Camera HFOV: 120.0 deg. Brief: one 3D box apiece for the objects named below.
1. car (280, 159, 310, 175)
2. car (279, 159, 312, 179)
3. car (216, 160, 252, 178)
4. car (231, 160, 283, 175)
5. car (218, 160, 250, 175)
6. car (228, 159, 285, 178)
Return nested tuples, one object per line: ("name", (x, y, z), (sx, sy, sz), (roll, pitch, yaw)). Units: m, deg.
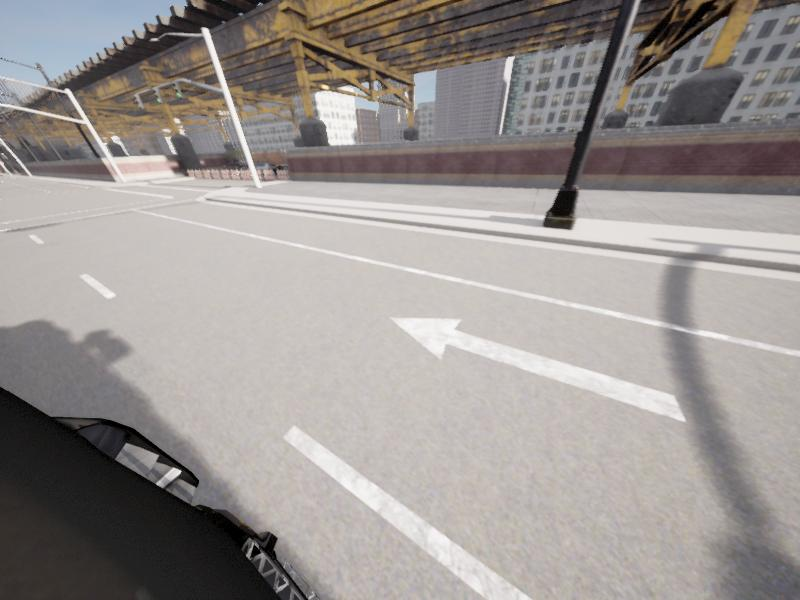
("car", (-11.281, -14.280, 24.672), (1.853, 1.218, 4.536), (-20, 37, -25))
("car", (-11.248, -14.125, 24.721), (2.038, 1.542, 4.974), (-20, 37, -25))
("car", (-20.269, -16.207, 28.518), (2.038, 1.542, 4.974), (-11, 34, -12))
("car", (-16.236, -15.205, 26.426), (4.536, 1.218, 1.853), (-5, 33, -4))
("car", (-20.290, -16.366, 28.473), (1.853, 1.218, 4.536), (-11, 34, -12))
("car", (-16.281, -15.068, 26.509), (4.974, 1.542, 2.038), (-5, 33, -4))
